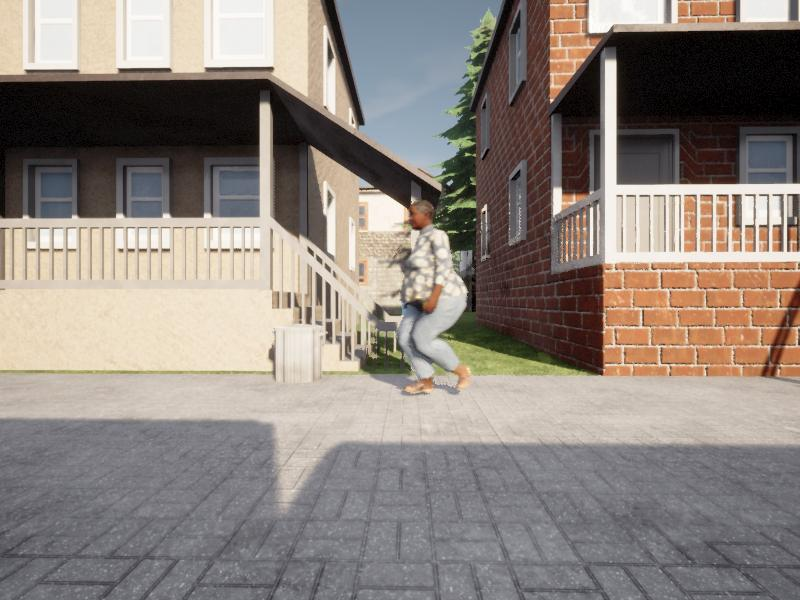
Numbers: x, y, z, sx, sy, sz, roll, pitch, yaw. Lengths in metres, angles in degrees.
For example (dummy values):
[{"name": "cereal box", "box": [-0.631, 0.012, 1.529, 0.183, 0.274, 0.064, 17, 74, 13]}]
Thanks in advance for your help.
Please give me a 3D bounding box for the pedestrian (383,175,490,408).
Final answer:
[{"name": "pedestrian", "box": [0.298, -0.067, 3.654, 0.751, 1.860, 0.751, 0, 0, -15]}]
